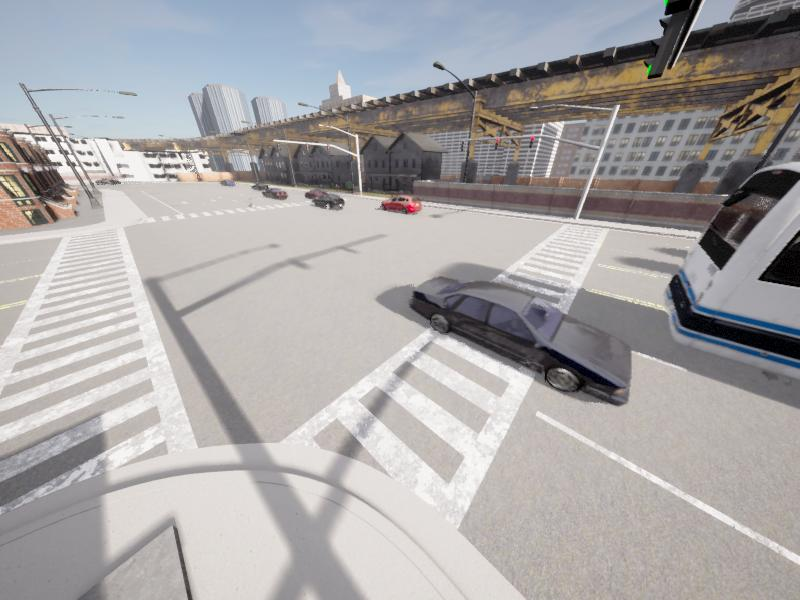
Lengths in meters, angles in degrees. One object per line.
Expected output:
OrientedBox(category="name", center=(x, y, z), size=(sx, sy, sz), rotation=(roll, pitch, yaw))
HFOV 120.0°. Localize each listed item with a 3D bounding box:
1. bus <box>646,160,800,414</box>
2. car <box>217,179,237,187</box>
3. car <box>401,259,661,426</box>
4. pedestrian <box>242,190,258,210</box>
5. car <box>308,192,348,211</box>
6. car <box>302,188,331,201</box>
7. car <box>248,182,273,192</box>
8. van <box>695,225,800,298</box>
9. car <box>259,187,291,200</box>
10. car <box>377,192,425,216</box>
OrientedBox(category="bus", center=(11.351, 0.621, 2.978), size=(10.273, 4.253, 3.944), rotation=(24, 38, 35))
OrientedBox(category="car", center=(-42.339, -28.601, 56.447), size=(5.357, 1.411, 2.033), rotation=(21, 36, 32))
OrientedBox(category="car", center=(2.703, 0.456, 6.118), size=(5.357, 1.411, 2.033), rotation=(24, 38, 35))
OrientedBox(category="pedestrian", center=(-16.612, -11.090, 25.602), size=(0.751, 1.860, 0.751), rotation=(21, 36, 32))
OrientedBox(category="car", center=(-8.347, -11.470, 26.675), size=(4.892, 1.490, 1.837), rotation=(24, 38, 35))
OrientedBox(category="car", center=(-12.176, -15.439, 33.675), size=(4.181, 1.385, 1.994), rotation=(24, 38, 35))
OrientedBox(category="car", center=(-27.381, -22.163, 45.296), size=(5.357, 1.411, 2.033), rotation=(24, 38, 35))
OrientedBox(category="van", center=(15.097, -1.334, 8.626), size=(4.442, 1.987, 1.775), rotation=(24, 38, 35))
OrientedBox(category="car", center=(-18.793, -16.038, 34.686), size=(5.357, 1.411, 2.033), rotation=(24, 38, 35))
OrientedBox(category="car", center=(0.092, -10.154, 24.220), size=(4.611, 1.667, 2.242), rotation=(24, 38, 35))
